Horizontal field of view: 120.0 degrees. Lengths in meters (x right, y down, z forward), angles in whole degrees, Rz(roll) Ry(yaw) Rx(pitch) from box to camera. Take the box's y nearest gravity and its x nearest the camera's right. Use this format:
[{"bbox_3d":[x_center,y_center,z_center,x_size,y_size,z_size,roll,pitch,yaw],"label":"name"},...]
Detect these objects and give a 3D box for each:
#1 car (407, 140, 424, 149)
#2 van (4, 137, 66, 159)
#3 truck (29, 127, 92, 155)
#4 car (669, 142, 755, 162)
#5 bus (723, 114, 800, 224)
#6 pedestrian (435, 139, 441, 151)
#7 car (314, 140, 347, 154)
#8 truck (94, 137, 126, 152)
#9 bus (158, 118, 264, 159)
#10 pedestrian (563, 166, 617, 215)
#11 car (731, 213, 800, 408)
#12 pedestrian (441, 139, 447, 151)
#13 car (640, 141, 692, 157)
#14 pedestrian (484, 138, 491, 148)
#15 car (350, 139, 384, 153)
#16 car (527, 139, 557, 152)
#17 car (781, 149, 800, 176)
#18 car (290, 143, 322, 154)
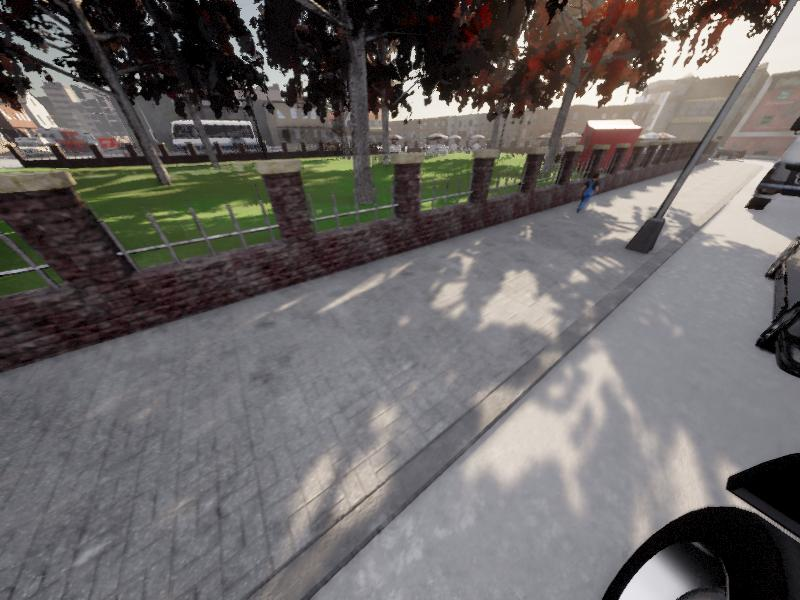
[{"bbox_3d":[3.988,-40.999,60.838,2.097,1.767,4.553,-22,41,-28],"label":"car"},{"bbox_3d":[-53.038,-22.322,33.842,2.351,2.431,6.366,-21,40,-27],"label":"van"},{"bbox_3d":[-59.883,-28.310,41.174,2.891,3.827,8.468,-22,40,-27],"label":"truck"},{"bbox_3d":[34.199,-16.438,25.538,1.930,1.638,5.238,-19,39,-25],"label":"car"},{"bbox_3d":[16.834,-5.611,8.050,10.273,4.253,3.944,-22,41,-28],"label":"bus"},{"bbox_3d":[7.162,-29.249,43.473,0.751,1.860,0.751,-19,39,-24],"label":"pedestrian"},{"bbox_3d":[-11.353,-25.100,37.938,4.605,1.855,1.932,-21,40,-29],"label":"car"},{"bbox_3d":[-61.805,-33.251,49.385,2.627,2.467,5.204,-23,42,-28],"label":"truck"},{"bbox_3d":[-26.005,-22.750,32.666,10.273,4.253,3.944,-22,41,-28],"label":"bus"},{"bbox_3d":[6.218,-3.611,7.630,0.751,1.300,0.751,-23,41,-29],"label":"pedestrian"},{"bbox_3d":[6.534,-0.143,2.862,5.357,1.411,2.033,-23,42,-29],"label":"car"},{"bbox_3d":[8.307,-29.455,43.757,0.751,1.860,0.751,-21,40,-27],"label":"pedestrian"},{"bbox_3d":[35.086,-19.992,30.599,1.851,1.617,3.988,-22,41,-28],"label":"car"},{"bbox_3d":[19.524,-35.034,51.599,0.751,1.860,0.751,-21,40,-27],"label":"pedestrian"},{"bbox_3d":[-5.785,-27.333,40.928,5.566,2.045,2.150,-24,42,-30],"label":"car"},{"bbox_3d":[25.489,-27.838,41.548,1.905,1.878,3.866,-22,41,-28],"label":"car"},{"bbox_3d":[29.086,-9.897,16.077,3.866,1.878,1.905,-24,41,-28],"label":"car"},{"bbox_3d":[-15.973,-25.843,39.413,4.674,1.442,1.812,-22,41,-28],"label":"car"}]
